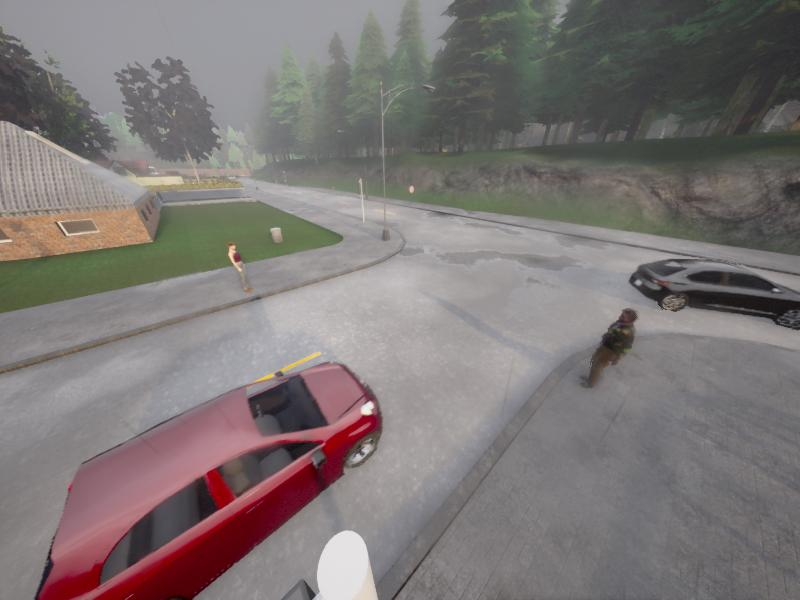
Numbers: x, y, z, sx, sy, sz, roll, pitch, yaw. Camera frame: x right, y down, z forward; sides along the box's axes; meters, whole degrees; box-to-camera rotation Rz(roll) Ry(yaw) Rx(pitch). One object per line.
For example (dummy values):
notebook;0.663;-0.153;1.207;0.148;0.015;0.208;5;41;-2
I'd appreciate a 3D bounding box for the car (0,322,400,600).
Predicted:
car;-1.981;2.016;3.191;3.633;1.501;1.845;-23;37;-34

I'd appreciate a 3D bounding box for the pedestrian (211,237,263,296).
pedestrian;-5.603;-1.148;8.086;0.751;1.860;0.751;-3;30;-5

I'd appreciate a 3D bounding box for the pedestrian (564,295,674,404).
pedestrian;3.970;0.957;4.415;0.751;1.860;0.751;11;32;18

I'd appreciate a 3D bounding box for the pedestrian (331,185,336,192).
pedestrian;-11.922;-20.065;41.609;0.500;1.100;0.500;-23;37;-34

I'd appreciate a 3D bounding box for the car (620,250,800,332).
car;10.392;-0.412;7.452;4.193;1.474;1.816;10;31;17
